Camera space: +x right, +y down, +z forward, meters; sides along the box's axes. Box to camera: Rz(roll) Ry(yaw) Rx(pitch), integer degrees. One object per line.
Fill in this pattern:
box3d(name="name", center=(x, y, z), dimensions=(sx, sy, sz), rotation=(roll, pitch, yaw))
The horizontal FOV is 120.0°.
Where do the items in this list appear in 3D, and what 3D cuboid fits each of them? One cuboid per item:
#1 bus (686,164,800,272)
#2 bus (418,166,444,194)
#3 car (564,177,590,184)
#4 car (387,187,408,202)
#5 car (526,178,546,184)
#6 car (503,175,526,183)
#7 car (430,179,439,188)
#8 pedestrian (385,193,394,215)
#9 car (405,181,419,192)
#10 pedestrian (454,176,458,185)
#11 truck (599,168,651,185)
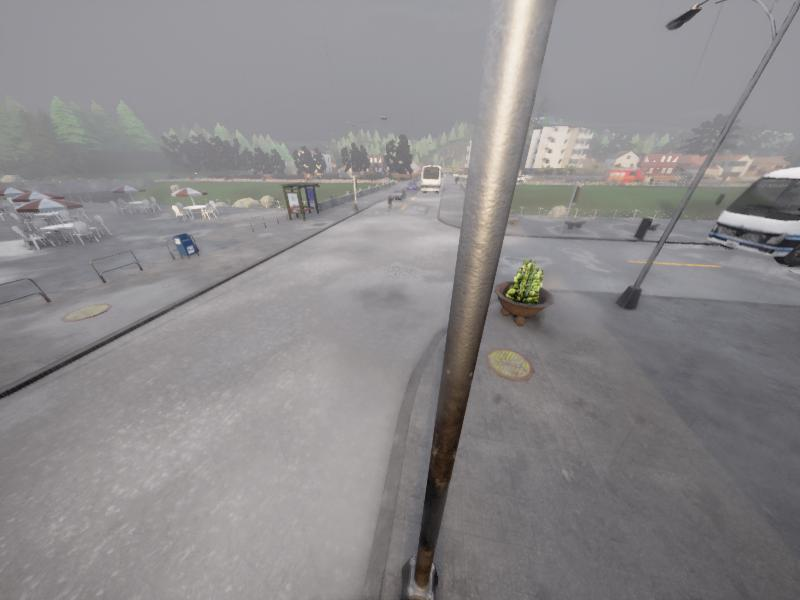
box3d(name="bus", center=(22.147, -3.811, 10.550), dimensions=(10.273, 4.253, 3.944), rotation=(4, 30, 9))
box3d(name="bus", center=(6.016, -22.884, 43.587), dimensions=(3.944, 4.253, 10.273), rotation=(5, 30, 9))
box3d(name="car", center=(49.498, -33.657, 64.868), dimensions=(5.238, 1.638, 1.930), rotation=(5, 30, 9))
box3d(name="car", center=(-0.263, -14.979, 32.737), dimensions=(2.033, 1.411, 5.357), rotation=(5, 30, 9))
box3d(name="car", center=(37.205, -32.605, 63.294), dimensions=(4.181, 1.385, 1.994), rotation=(5, 30, 9))
box3d(name="car", center=(33.269, -35.263, 67.249), dimensions=(5.566, 2.045, 2.150), rotation=(5, 30, 9))
box3d(name="car", center=(8.096, -27.243, 53.896), dimensions=(1.837, 1.490, 4.892), rotation=(5, 30, 9))
box3d(name="pedestrian", center=(-0.981, -9.436, 22.646), dimensions=(0.751, 1.860, 0.751), rotation=(3, 30, 5))
box3d(name="car", center=(2.420, -22.639, 45.970), dimensions=(2.007, 1.525, 4.514), rotation=(5, 30, 9))
box3d(name="pedestrian", center=(14.194, -30.113, 58.254), dimensions=(0.751, 1.860, 0.751), rotation=(6, 31, 10))
box3d(name="truck", center=(57.724, -31.846, 59.538), dimensions=(8.468, 3.827, 2.891), rotation=(5, 30, 9))
